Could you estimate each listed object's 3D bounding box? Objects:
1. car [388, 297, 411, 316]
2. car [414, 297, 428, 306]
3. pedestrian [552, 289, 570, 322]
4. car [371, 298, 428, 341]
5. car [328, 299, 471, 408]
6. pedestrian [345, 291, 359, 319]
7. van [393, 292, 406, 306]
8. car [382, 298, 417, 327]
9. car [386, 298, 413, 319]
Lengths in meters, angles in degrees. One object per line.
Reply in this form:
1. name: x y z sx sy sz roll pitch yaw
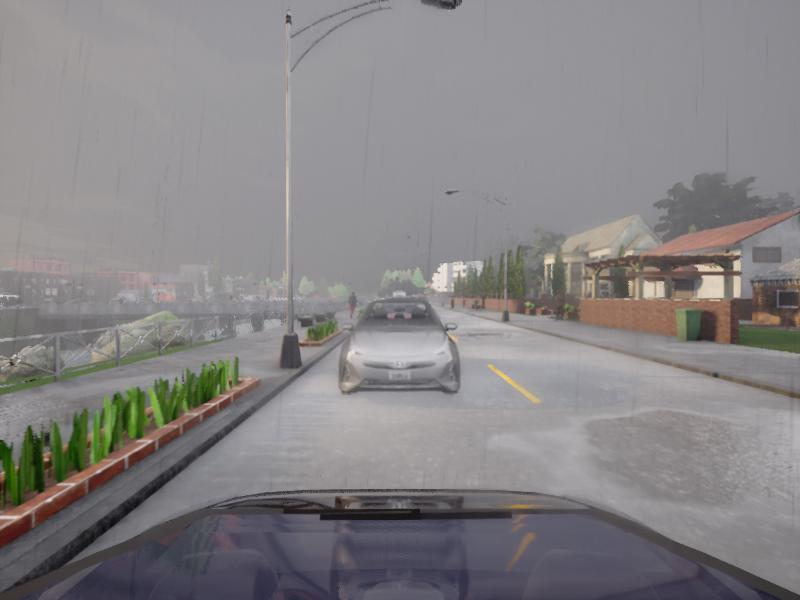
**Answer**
1. car: -0.044 0.525 36.473 1.882 1.535 5.008 0 1 0
2. car: 3.911 0.213 75.539 2.242 1.667 4.611 0 0 0
3. pedestrian: 9.167 0.314 22.797 0.751 1.860 0.751 0 0 -2
4. car: -0.020 0.682 16.573 2.007 1.525 4.514 0 0 0
5. car: -0.009 0.748 7.912 2.007 1.525 4.514 0 0 0
6. pedestrian: -3.206 0.316 26.931 0.751 1.860 0.751 0 0 7
7. van: -0.088 -0.202 72.898 2.351 2.431 6.366 0 0 0
8. car: -0.027 0.660 22.858 1.816 1.474 4.193 0 0 0
9. car: -0.037 0.578 30.094 1.845 1.501 3.633 0 0 0
